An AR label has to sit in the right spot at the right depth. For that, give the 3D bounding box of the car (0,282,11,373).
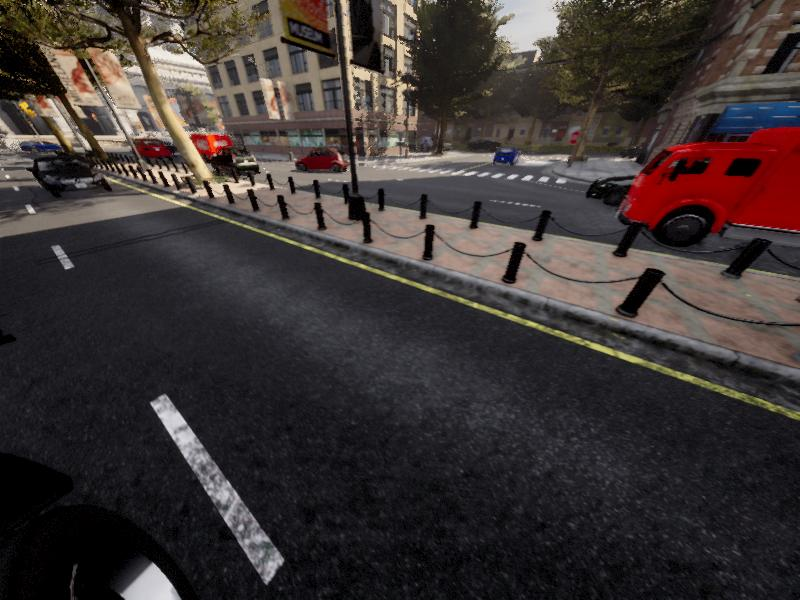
[{"bbox_3d":[-7.112,-0.156,2.783,4.892,1.490,1.837,21,40,27],"label":"car"}]

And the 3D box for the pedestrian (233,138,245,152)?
[{"bbox_3d":[-26.031,-25.036,37.363,0.751,1.860,0.751,24,41,30],"label":"pedestrian"}]

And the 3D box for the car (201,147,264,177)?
[{"bbox_3d":[-12.244,-10.208,16.929,3.988,1.617,1.851,21,40,27],"label":"car"}]

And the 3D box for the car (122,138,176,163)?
[{"bbox_3d":[-27.151,-16.242,25.001,5.566,2.045,2.150,21,40,27],"label":"car"}]

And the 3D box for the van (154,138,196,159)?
[{"bbox_3d":[-28.375,-19.149,29.127,4.480,2.038,2.069,21,40,27],"label":"van"}]

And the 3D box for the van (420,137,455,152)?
[{"bbox_3d":[7.548,-31.576,46.743,6.366,2.431,2.351,21,40,27],"label":"van"}]

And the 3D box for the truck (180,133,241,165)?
[{"bbox_3d":[-19.949,-15.997,24.381,5.204,2.467,2.627,23,41,26],"label":"truck"}]

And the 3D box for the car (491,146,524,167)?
[{"bbox_3d":[11.148,-14.838,23.759,1.882,1.535,5.008,20,40,26],"label":"car"}]

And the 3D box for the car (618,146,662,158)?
[{"bbox_3d":[36.035,-22.404,34.860,4.181,1.385,1.994,23,41,29],"label":"car"}]

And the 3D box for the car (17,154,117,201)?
[{"bbox_3d":[-15.878,-5.964,11.010,4.674,1.442,1.812,21,40,27],"label":"car"}]

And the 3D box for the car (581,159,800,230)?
[{"bbox_3d":[10.176,-4.166,8.591,4.974,1.542,2.038,28,43,33],"label":"car"}]

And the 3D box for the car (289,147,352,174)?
[{"bbox_3d":[-6.072,-10.882,17.936,3.988,1.617,1.851,5,36,7],"label":"car"}]

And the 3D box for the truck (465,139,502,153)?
[{"bbox_3d":[16.177,-30.260,45.228,2.390,2.098,6.274,-25,42,-32],"label":"truck"}]

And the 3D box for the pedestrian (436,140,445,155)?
[{"bbox_3d":[5.907,-22.348,33.802,0.751,1.860,0.751,-28,44,-34],"label":"pedestrian"}]

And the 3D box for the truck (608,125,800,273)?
[{"bbox_3d":[8.632,-2.364,5.200,5.204,2.467,2.627,21,40,27],"label":"truck"}]

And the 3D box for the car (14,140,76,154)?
[{"bbox_3d":[-54.212,-23.475,35.410,2.033,1.649,4.856,22,40,27],"label":"car"}]
